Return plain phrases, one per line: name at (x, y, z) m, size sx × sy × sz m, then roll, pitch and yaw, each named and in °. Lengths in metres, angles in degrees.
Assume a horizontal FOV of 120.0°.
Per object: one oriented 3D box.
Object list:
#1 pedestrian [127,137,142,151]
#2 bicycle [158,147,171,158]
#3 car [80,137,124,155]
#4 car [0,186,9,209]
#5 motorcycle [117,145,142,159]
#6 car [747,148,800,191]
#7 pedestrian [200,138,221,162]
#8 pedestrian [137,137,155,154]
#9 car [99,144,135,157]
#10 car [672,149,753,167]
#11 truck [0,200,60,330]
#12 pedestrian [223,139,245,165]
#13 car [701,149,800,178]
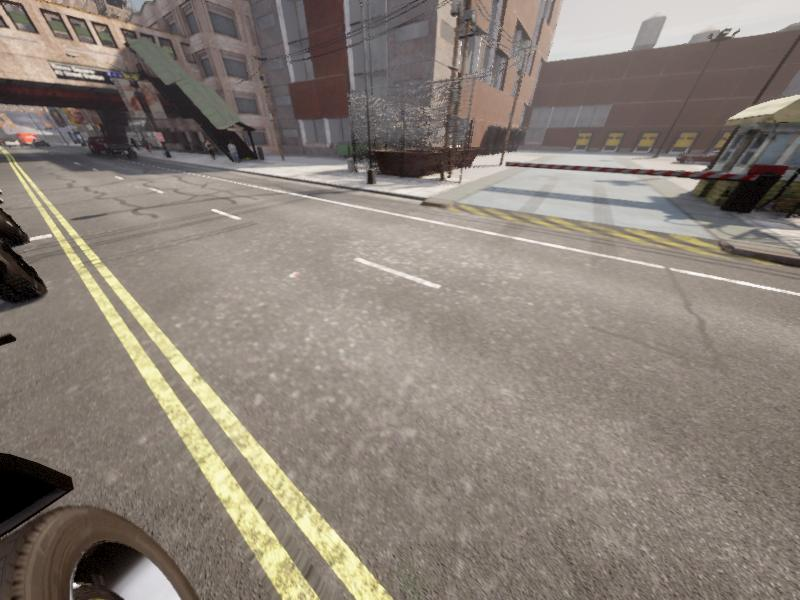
pedestrian at (-43.829, -25.813, 38.136) m, size 0.751 × 1.860 × 0.751 m, roll 17°, pitch 38°, yaw 22°
bicycle at (-26.440, -16.568, 25.952) m, size 1.643 × 1.024 × 0.373 m, roll 22°, pitch 30°, yaw 27°
car at (-42.878, -22.220, 33.204) m, size 5.566 × 2.045 × 2.435 m, roll 22°, pitch 40°, yaw 27°
car at (-17.353, -4.551, 8.760) m, size 5.238 × 1.638 × 1.930 m, roll 22°, pitch 41°, yaw 28°
motorcycle at (-31.428, -17.272, 26.925) m, size 0.764 × 1.277 × 2.356 m, roll -15°, pitch 38°, yaw -21°
car at (22.240, -6.537, 11.672) m, size 4.553 × 1.767 × 2.185 m, roll 22°, pitch 40°, yaw 27°
pedestrian at (-18.200, -14.381, 22.190) m, size 0.751 × 1.860 × 0.751 m, roll 22°, pitch 41°, yaw 28°
pedestrian at (-33.840, -20.574, 30.810) m, size 0.751 × 1.860 × 0.751 m, roll 22°, pitch 41°, yaw 28°
car at (-36.782, -19.479, 30.015) m, size 4.718 × 1.301 × 1.895 m, roll 22°, pitch 40°, yaw 27°
car at (32.348, -14.882, 24.159) m, size 4.718 × 1.301 × 1.895 m, roll 22°, pitch 40°, yaw 27°
truck at (-8.564, -1.172, 3.663) m, size 6.274 × 2.098 × 2.390 m, roll 22°, pitch 41°, yaw 28°
pedestrian at (-14.377, -12.802, 19.989) m, size 0.751 × 1.860 × 0.751 m, roll 23°, pitch 41°, yaw 29°
car at (26.520, -10.034, 16.890) m, size 5.008 × 1.535 × 2.097 m, roll 22°, pitch 40°, yaw 27°
